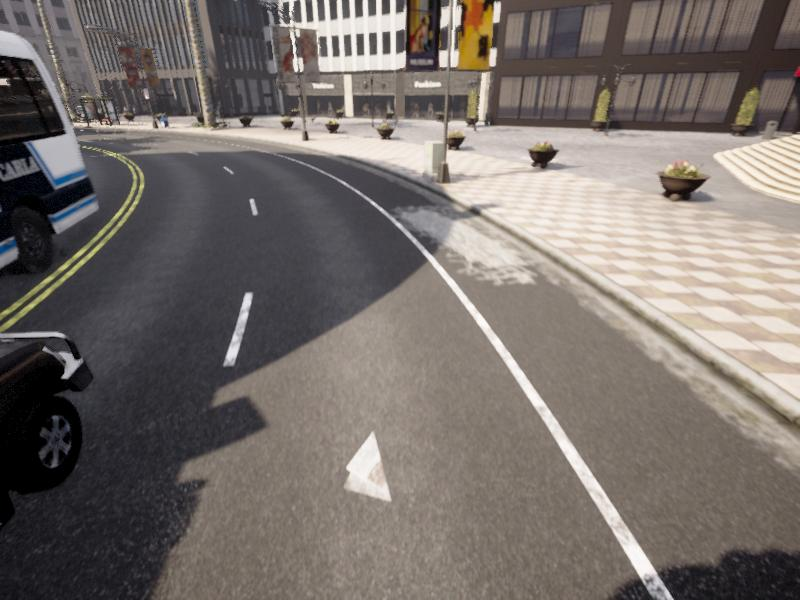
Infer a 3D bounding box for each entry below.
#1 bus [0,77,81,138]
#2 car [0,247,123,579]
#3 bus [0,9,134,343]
[{"bbox_3d":[-33.429,-16.374,33.944,10.273,4.253,3.944,9,29,17],"label":"bus"},{"bbox_3d":[-3.697,1.457,1.736,1.932,1.855,4.605,-2,27,-5],"label":"car"},{"bbox_3d":[-7.545,-1.318,4.559,3.944,4.253,10.273,-6,28,-13],"label":"bus"}]
